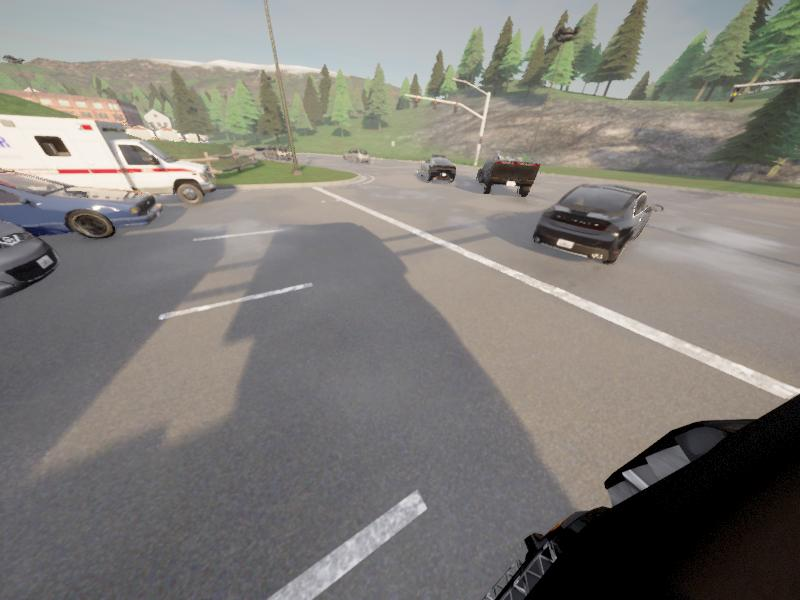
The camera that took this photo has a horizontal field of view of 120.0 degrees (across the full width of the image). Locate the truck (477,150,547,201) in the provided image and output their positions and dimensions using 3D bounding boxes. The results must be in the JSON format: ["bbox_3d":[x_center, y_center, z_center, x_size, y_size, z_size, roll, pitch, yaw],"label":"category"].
[{"bbox_3d":[6.407,-7.910,14.198,2.390,2.098,6.274,10,34,9],"label":"truck"}]

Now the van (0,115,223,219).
[{"bbox_3d":[-10.168,-4.395,7.585,6.366,2.431,2.351,-16,38,-26],"label":"van"}]

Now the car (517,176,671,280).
[{"bbox_3d":[5.459,-2.318,6.334,4.892,1.490,1.837,-26,44,-34],"label":"car"}]

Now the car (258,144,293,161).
[{"bbox_3d":[-16.213,-19.269,30.150,3.988,1.617,1.851,22,38,26],"label":"car"}]

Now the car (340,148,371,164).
[{"bbox_3d":[-5.987,-19.474,31.115,3.988,1.617,1.851,28,41,32],"label":"car"}]

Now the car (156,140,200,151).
[{"bbox_3d":[-39.289,-27.437,41.052,5.357,1.411,2.033,0,34,-4],"label":"car"}]

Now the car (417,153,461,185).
[{"bbox_3d":[2.770,-10.209,17.811,1.930,1.638,5.238,0,34,-7],"label":"car"}]

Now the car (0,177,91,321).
[{"bbox_3d":[-7.120,-0.421,2.650,3.633,1.501,1.845,-16,38,-26],"label":"car"}]

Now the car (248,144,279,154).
[{"bbox_3d":[-25.338,-27.994,42.873,4.718,1.301,1.895,10,34,11],"label":"car"}]

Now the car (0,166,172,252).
[{"bbox_3d":[-9.046,-2.050,5.083,5.357,1.411,2.033,-16,38,-26],"label":"car"}]
